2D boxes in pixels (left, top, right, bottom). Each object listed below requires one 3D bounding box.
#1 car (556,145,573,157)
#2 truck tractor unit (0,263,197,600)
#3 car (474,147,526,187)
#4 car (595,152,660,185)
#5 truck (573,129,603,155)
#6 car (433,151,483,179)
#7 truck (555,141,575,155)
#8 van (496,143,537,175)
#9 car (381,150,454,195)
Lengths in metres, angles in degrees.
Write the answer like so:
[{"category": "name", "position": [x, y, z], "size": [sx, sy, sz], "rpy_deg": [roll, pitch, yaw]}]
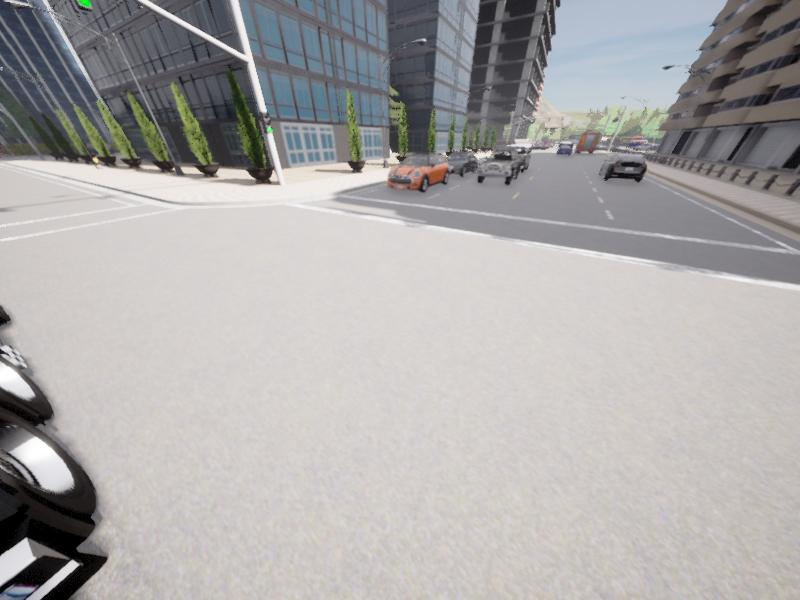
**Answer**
[{"category": "car", "position": [27.930, -25.430, 39.308], "size": [1.882, 1.535, 5.008], "rpy_deg": [18, 39, 25]}, {"category": "truck tractor unit", "position": [-5.108, -0.305, 0.782], "size": [6.516, 4.208, 3.053], "rpy_deg": [18, 39, 24]}, {"category": "car", "position": [6.534, -8.703, 14.911], "size": [1.932, 1.855, 4.605], "rpy_deg": [18, 39, 25]}, {"category": "car", "position": [15.254, -9.151, 15.861], "size": [2.163, 1.488, 4.792], "rpy_deg": [18, 39, 25]}, {"category": "truck", "position": [36.770, -31.115, 45.479], "size": [2.891, 3.827, 8.468], "rpy_deg": [18, 39, 24]}, {"category": "car", "position": [4.650, -10.653, 18.068], "size": [2.128, 1.511, 4.902], "rpy_deg": [18, 39, 25]}, {"category": "truck", "position": [32.030, -29.661, 44.921], "size": [2.390, 2.098, 6.274], "rpy_deg": [18, 39, 24]}, {"category": "van", "position": [9.968, -12.107, 19.677], "size": [2.069, 2.038, 4.480], "rpy_deg": [18, 39, 25]}, {"category": "car", "position": [1.119, -7.357, 13.067], "size": [2.097, 1.767, 4.553], "rpy_deg": [19, 39, 25]}]
